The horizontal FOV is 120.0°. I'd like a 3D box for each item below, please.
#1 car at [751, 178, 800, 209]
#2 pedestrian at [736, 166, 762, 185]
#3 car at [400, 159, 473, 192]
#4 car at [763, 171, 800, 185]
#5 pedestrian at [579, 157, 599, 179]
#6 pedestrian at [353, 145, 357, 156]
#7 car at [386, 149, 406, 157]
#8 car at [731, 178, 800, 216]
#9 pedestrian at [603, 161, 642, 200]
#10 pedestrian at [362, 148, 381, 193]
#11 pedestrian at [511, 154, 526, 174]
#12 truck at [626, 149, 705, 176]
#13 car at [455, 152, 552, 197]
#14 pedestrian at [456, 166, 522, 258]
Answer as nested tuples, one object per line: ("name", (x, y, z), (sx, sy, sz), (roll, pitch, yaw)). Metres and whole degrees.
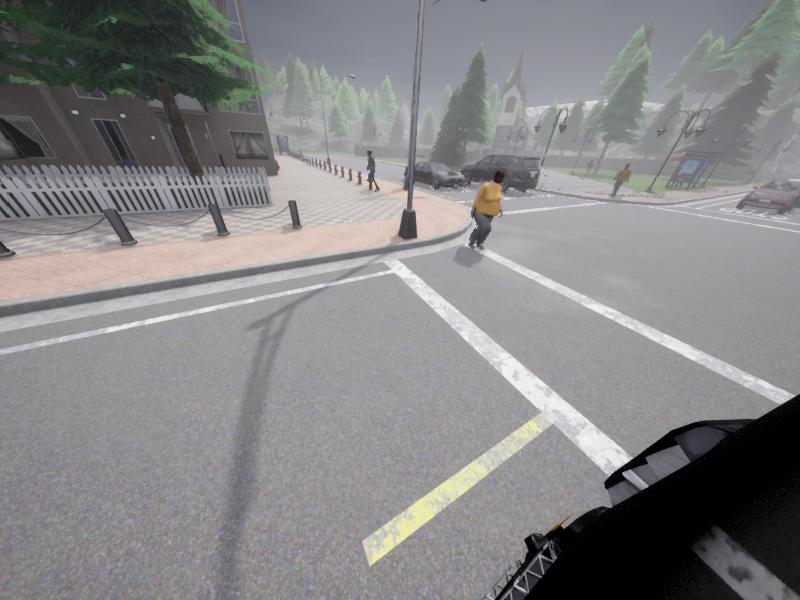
("car", (26.340, -7.262, 15.580), (3.806, 1.475, 1.970), (-15, 38, -25))
("pedestrian", (40.595, -14.483, 26.889), (0.751, 1.860, 0.751), (-13, 37, -22))
("car", (2.202, -8.621, 15.818), (2.033, 1.411, 5.357), (-15, 37, -24))
("car", (58.974, -18.334, 34.764), (1.816, 1.474, 4.193), (-15, 37, -24))
("pedestrian", (19.190, -13.393, 23.512), (0.751, 1.860, 0.751), (10, 34, 11))
("pedestrian", (-9.256, -30.687, 47.441), (0.751, 1.860, 0.751), (-4, 34, -11))
("car", (-1.070, -38.309, 60.188), (5.008, 1.535, 1.882), (-14, 37, -24))
("car", (21.360, -5.947, 13.147), (3.705, 1.549, 1.789), (-15, 38, -25))
("pedestrian", (12.655, -6.833, 13.214), (0.751, 1.860, 0.751), (-20, 40, -30))
("pedestrian", (-1.383, -6.329, 11.352), (0.751, 1.860, 0.751), (-10, 36, -18))
("pedestrian", (13.337, -15.347, 26.005), (0.751, 1.860, 0.751), (2, 34, -2))
("truck", (49.013, -25.861, 43.212), (2.891, 3.827, 8.468), (-15, 37, -25))
("car", (6.472, -8.526, 15.414), (2.150, 2.045, 5.566), (-14, 37, -24))
("pedestrian", (2.023, -2.072, 5.485), (0.751, 1.860, 0.751), (-14, 37, -24))
